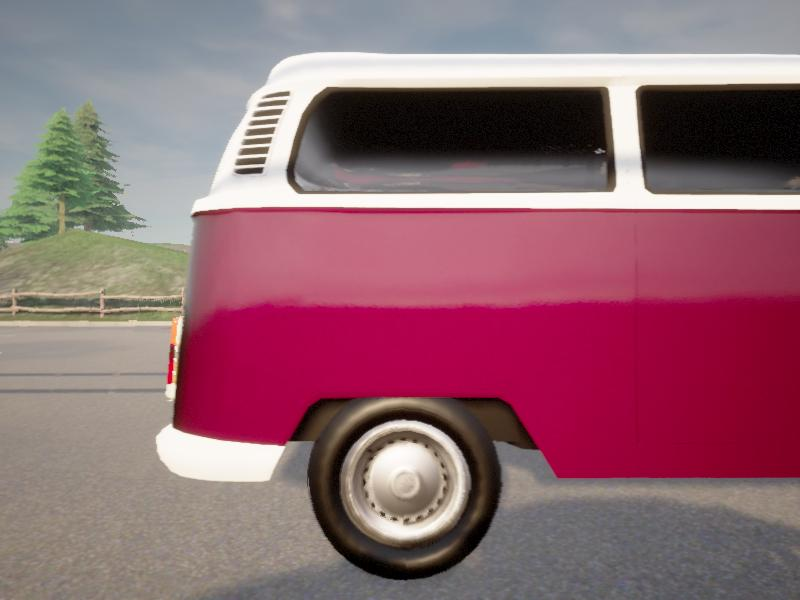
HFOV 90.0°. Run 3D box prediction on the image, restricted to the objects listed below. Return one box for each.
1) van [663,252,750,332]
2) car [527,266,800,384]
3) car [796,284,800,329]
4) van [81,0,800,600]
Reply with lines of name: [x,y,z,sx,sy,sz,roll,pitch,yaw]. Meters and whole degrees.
van: [11.809,-0.277,15.853,1.988,2.561,5.915,1,1,30]
car: [4.911,0.295,6.022,5.357,1.411,2.033,0,0,-6]
car: [13.427,0.228,11.869,1.845,1.501,3.633,0,0,36]
van: [1.300,-0.028,2.210,4.480,2.038,2.069,0,0,0]
